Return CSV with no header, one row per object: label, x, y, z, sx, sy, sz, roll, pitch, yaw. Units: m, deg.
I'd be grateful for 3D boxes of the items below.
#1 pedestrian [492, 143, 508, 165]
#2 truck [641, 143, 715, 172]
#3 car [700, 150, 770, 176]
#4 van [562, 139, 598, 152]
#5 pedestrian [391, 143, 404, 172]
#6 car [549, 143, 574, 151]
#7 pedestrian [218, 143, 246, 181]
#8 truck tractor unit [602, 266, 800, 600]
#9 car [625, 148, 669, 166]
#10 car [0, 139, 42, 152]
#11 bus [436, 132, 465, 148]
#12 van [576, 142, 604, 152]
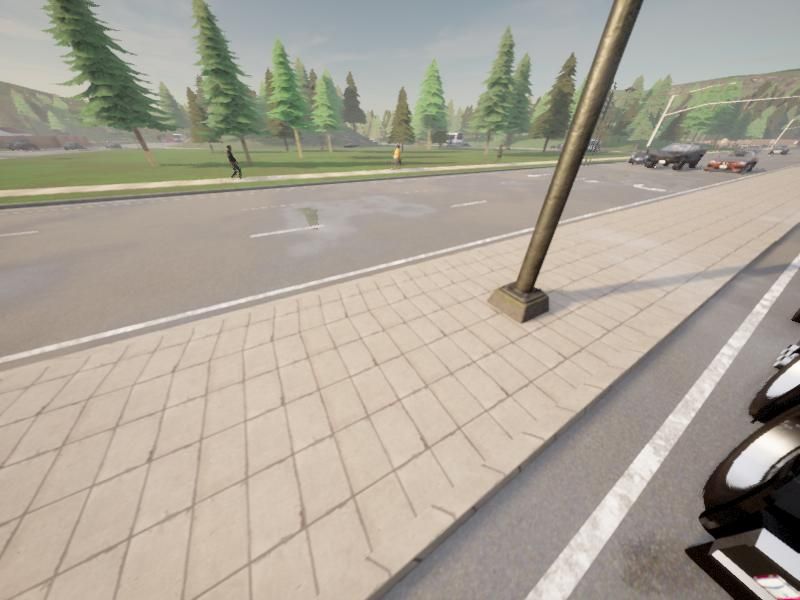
pedestrian,9.969,-14.585,23.101,0.751,1.860,0.751,-17,38,-23
truck,26.517,-13.693,22.055,6.274,2.098,2.390,-18,39,-24
car,29.122,-12.032,20.108,5.027,1.651,2.152,-18,39,-24
van,42.296,-36.510,54.547,1.988,2.561,5.915,-17,39,-24
pedestrian,-0.197,-11.215,18.175,0.751,1.860,0.751,-17,38,-23
car,44.336,-42.267,63.659,1.930,1.638,5.238,-17,39,-24
pedestrian,-9.912,-8.153,13.696,0.751,1.860,0.751,-18,39,-24
truck tractor unit,5.111,-0.302,0.772,6.516,4.208,3.053,-18,39,-24
car,27.959,-16.255,26.178,3.988,1.617,1.851,-18,39,-24
car,-75.091,-30.730,45.756,2.150,2.045,5.566,-18,39,-24
bus,18.107,-58.020,83.786,3.944,4.253,10.273,-17,39,-24
van,45.661,-36.921,55.643,2.069,2.038,4.480,-17,39,-24
